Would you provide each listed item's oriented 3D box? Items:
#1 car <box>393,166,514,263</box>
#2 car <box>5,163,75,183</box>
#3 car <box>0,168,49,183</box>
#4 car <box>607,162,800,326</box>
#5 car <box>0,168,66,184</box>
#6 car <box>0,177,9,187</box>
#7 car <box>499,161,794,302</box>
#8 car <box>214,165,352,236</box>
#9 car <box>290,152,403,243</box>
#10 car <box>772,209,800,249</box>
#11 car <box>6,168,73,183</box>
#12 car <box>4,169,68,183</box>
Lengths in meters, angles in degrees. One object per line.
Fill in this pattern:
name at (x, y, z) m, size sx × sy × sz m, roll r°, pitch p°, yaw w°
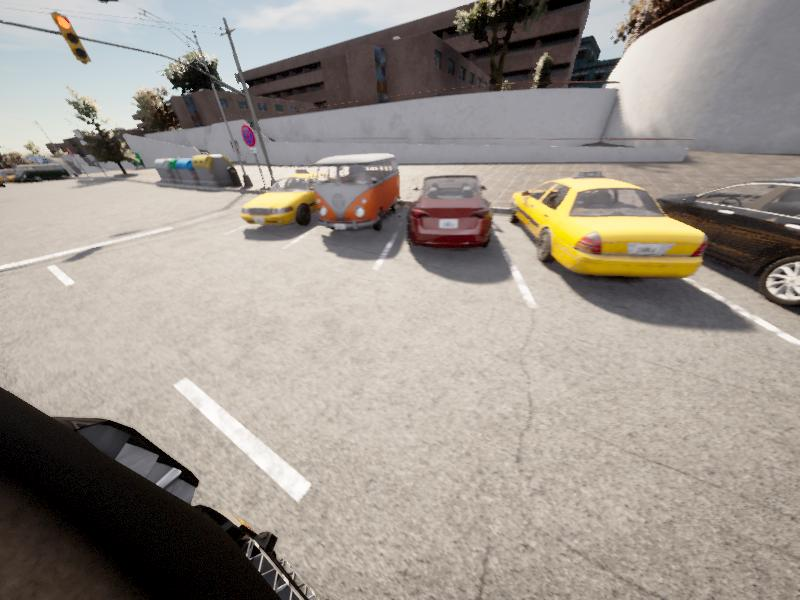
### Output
car at (1.382, -2.773, 6.594) m, size 2.163 × 1.488 × 4.792 m, roll 4°, pitch 34°, yaw 10°
car at (-49.052, -17.411, 31.672) m, size 1.878 × 1.987 × 4.442 m, roll 3°, pitch 33°, yaw 10°
car at (-67.064, -22.177, 41.025) m, size 1.878 × 1.987 × 4.442 m, roll 3°, pitch 33°, yaw 10°
car at (6.537, -1.296, 3.952) m, size 2.231 × 1.521 × 4.892 m, roll 4°, pitch 34°, yaw 10°
car at (-56.772, -19.229, 35.744) m, size 1.946 × 1.575 × 5.366 m, roll 3°, pitch 33°, yaw 10°
car at (-42.698, -12.361, 23.726) m, size 3.633 × 1.501 × 1.845 m, roll 15°, pitch 38°, yaw 26°
car at (3.990, -2.146, 5.405) m, size 1.946 × 1.575 × 5.366 m, roll 4°, pitch 34°, yaw 10°
car at (-3.811, -4.163, 8.998) m, size 1.946 × 1.575 × 5.366 m, roll 4°, pitch 34°, yaw 9°
car at (-1.227, -3.646, 7.632) m, size 1.878 × 1.987 × 4.442 m, roll 4°, pitch 34°, yaw 9°
car at (9.126, -0.560, 2.662) m, size 2.097 × 1.535 × 5.008 m, roll 4°, pitch 34°, yaw 9°
car at (-51.598, -17.930, 33.247) m, size 2.002 × 1.452 × 4.674 m, roll 3°, pitch 33°, yaw 10°
car at (-54.164, -18.613, 34.586) m, size 2.002 × 1.452 × 4.674 m, roll 3°, pitch 33°, yaw 10°
